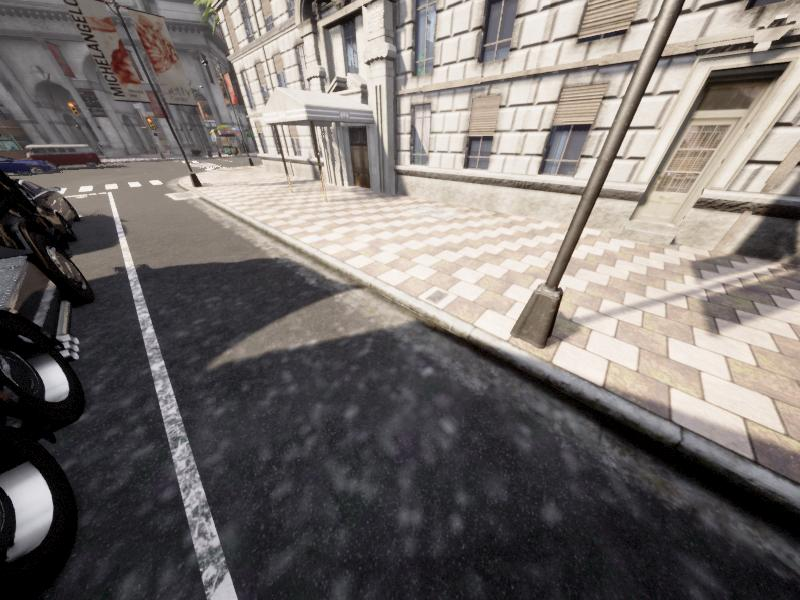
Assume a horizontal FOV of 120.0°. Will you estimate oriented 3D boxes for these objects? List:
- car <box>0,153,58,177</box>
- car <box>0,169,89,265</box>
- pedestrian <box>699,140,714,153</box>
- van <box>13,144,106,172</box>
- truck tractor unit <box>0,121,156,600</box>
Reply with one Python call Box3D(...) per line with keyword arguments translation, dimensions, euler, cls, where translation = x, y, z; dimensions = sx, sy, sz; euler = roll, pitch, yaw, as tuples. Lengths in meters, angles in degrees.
Box3D(translation=(-31.261, -10.586, 18.159), dimensions=(1.812, 1.442, 4.674), euler=(28, 44, 34), cls="car")
Box3D(translation=(-10.634, -2.442, 6.257), dimensions=(4.902, 1.511, 2.128), euler=(28, 44, 34), cls="car")
Box3D(translation=(52.396, -26.213, 39.532), dimensions=(0.751, 1.860, 0.751), euler=(-29, 44, -35), cls="pedestrian")
Box3D(translation=(-31.695, -13.472, 21.826), dimensions=(1.775, 1.987, 4.442), euler=(28, 44, 34), cls="van")
Box3D(translation=(-4.849, -0.504, 1.069), dimensions=(6.516, 4.208, 3.053), euler=(28, 44, 34), cls="truck tractor unit")
